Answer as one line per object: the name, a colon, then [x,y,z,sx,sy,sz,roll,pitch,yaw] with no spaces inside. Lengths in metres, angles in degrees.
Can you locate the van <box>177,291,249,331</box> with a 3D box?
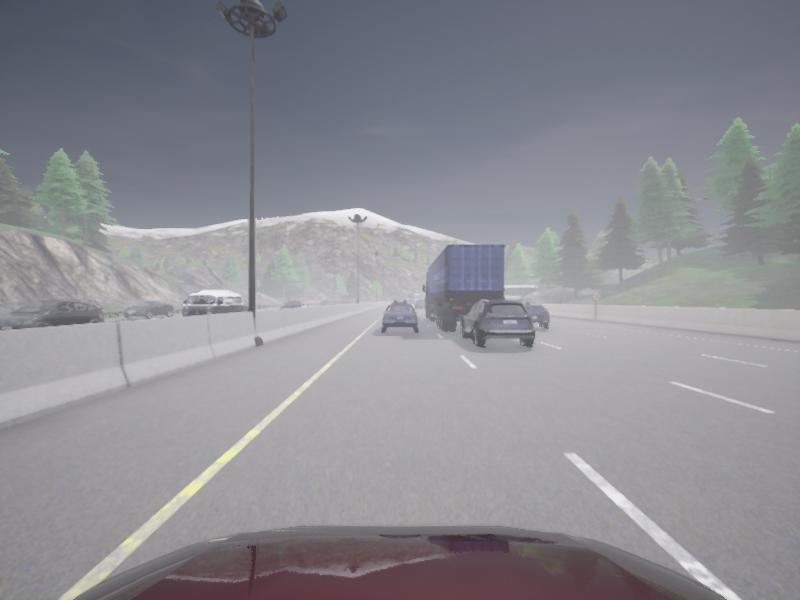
van: [-10.498,0.567,22.883,2.069,2.038,4.480,0,0,0]

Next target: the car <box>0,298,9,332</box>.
car: [-20.997,0.753,18.022,2.242,1.667,4.611,0,0,0]

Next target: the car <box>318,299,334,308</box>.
car: [-13.995,0.680,76.084,2.097,1.767,4.553,0,0,0]

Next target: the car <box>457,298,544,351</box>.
car: [3.500,0.775,14.949,2.033,1.649,4.856,0,0,0]

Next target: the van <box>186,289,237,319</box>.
van: [-17.501,0.314,37.559,1.988,2.561,5.915,0,0,0]

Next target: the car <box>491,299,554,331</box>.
car: [7.001,0.776,23.483,2.152,1.651,5.027,0,0,0]

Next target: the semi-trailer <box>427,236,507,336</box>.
semi-trailer: [3.455,-0.624,24.886,2.717,4.402,14.254,0,0,0]

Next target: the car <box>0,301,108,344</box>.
car: [-13.999,0.812,16.099,1.789,1.549,3.705,0,0,0]

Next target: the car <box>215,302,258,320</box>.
car: [-13.999,0.901,34.478,1.994,1.385,4.181,0,0,0]

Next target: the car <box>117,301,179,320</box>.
car: [-20.997,0.830,33.686,2.128,1.511,4.902,0,0,0]

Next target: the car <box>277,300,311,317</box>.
car: [-10.499,0.817,39.945,2.038,1.542,4.974,0,0,0]

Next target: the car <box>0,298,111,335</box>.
car: [-17.500,0.752,20.388,2.242,1.667,4.611,0,0,0]

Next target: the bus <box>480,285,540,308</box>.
bus: [20.788,-0.703,76.275,10.273,4.253,3.944,0,0,1]

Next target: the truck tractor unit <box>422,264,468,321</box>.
truck tractor unit: [3.496,-0.531,32.802,3.053,4.208,6.516,0,0,0]

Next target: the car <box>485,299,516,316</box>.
car: [10.500,0.770,41.975,2.033,1.649,4.856,0,0,0]

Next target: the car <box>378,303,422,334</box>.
car: [0.002,0.891,21.238,2.033,1.411,5.357,0,0,0]

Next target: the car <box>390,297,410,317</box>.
car: [0.004,0.646,40.037,1.932,1.855,4.605,0,0,0]
